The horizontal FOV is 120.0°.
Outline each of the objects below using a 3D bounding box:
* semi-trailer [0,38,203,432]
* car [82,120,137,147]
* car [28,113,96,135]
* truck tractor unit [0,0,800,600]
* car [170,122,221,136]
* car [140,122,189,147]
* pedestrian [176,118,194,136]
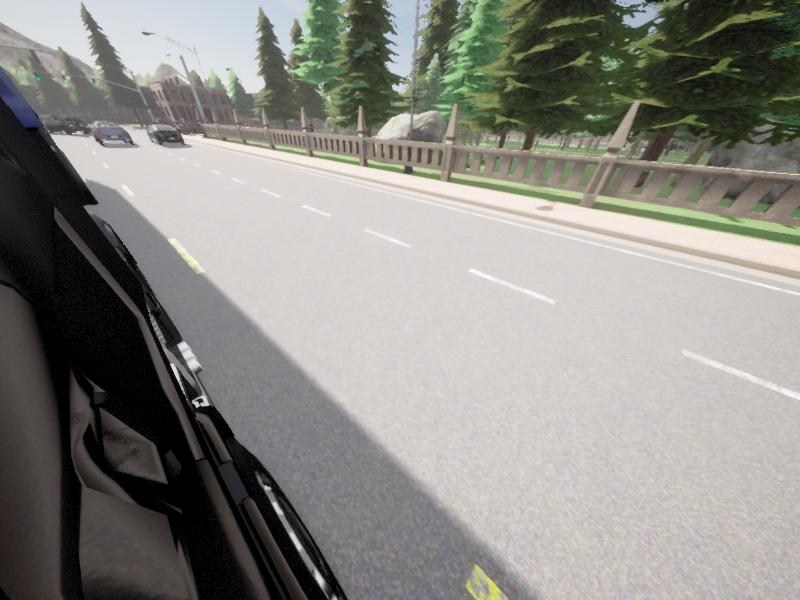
[{"bbox_3d":[-8.752,-3.567,4.175,14.254,4.402,2.717,28,44,29],"label":"semi-trailer"},{"bbox_3d":[-25.373,-14.594,20.173,5.027,1.651,2.152,29,44,31],"label":"car"},{"bbox_3d":[-38.455,-20.025,26.390,4.605,1.855,1.932,8,36,8],"label":"car"},{"bbox_3d":[-2.645,-0.295,0.351,6.516,4.208,3.053,28,44,30],"label":"truck tractor unit"},{"bbox_3d":[-29.782,-25.013,33.865,2.128,1.511,4.902,18,40,20],"label":"car"},{"bbox_3d":[-22.252,-15.667,21.774,5.238,1.638,1.930,29,44,31],"label":"car"},{"bbox_3d":[-28.057,-22.605,30.180,0.751,1.860,0.751,13,38,14],"label":"pedestrian"}]
